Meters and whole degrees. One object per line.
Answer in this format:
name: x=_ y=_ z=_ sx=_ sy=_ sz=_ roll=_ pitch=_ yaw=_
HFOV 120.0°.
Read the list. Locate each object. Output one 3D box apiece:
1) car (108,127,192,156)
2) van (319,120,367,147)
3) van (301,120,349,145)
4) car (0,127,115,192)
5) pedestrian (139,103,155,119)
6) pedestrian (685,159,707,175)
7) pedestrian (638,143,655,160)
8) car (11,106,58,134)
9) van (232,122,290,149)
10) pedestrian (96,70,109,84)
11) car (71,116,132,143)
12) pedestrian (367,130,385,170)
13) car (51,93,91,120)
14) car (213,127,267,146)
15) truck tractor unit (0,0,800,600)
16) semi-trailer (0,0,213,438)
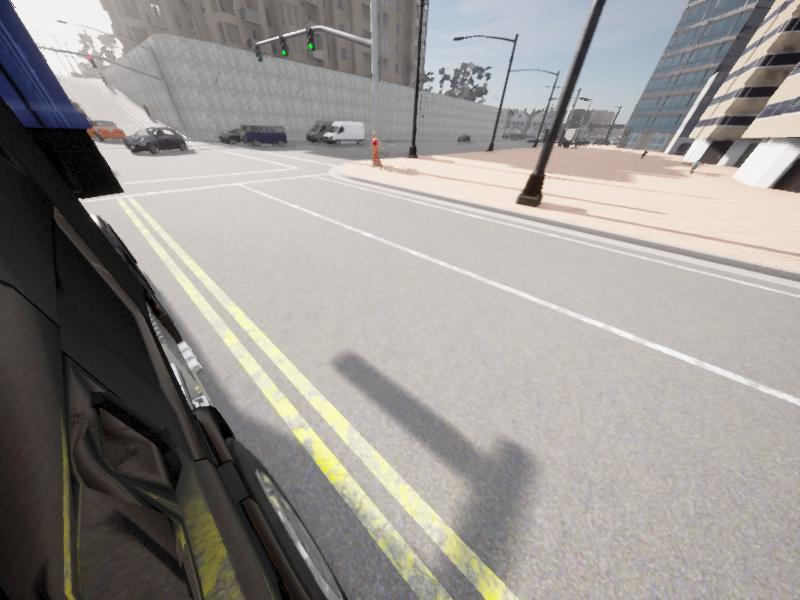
car: x=-17.820 y=-11.592 z=16.782 sx=1.845 sy=1.501 sz=3.633 roll=5 pitch=37 yaw=3
van: x=-7.277 y=-21.720 z=30.185 sx=1.988 sy=2.561 sz=5.915 roll=28 pitch=44 yaw=30
van: x=-10.058 y=-23.078 z=31.827 sx=1.988 sy=2.561 sz=5.915 roll=28 pitch=44 yaw=30
car: x=-13.727 y=-5.743 z=9.123 sx=2.033 sy=1.649 sz=4.856 roll=-22 pitch=43 yaw=-29
pedestrian: x=-37.677 y=-28.118 z=34.387 sx=0.751 sy=1.860 sz=0.751 roll=25 pitch=42 yaw=27
pedestrian: x=24.816 y=-11.180 z=19.392 sx=0.500 sy=1.100 sz=0.500 roll=-3 pitch=37 yaw=-7
pedestrian: x=33.589 y=-20.318 z=31.543 sx=0.751 sy=1.860 sz=0.751 roll=23 pitch=41 yaw=25
car: x=-38.192 y=-18.784 z=24.130 sx=5.238 sy=1.638 sz=1.930 roll=33 pitch=46 yaw=26
van: x=-14.089 y=-16.888 z=23.736 sx=1.775 sy=1.987 sz=4.442 roll=28 pitch=43 yaw=30
pedestrian: x=-55.701 y=-41.730 z=43.257 sx=0.751 sy=1.860 sz=0.751 roll=27 pitch=43 yaw=29
car: x=-29.356 y=-16.829 z=22.773 sx=4.553 sy=1.767 sz=2.097 roll=22 pitch=41 yaw=21
pedestrian: x=-1.363 y=-8.472 z=13.088 sx=0.751 sy=1.860 sz=0.751 roll=-15 pitch=40 yaw=-22
car: x=-43.220 y=-25.386 z=30.334 sx=4.605 sy=1.855 sz=1.932 roll=37 pitch=47 yaw=23
car: x=-17.331 y=-17.816 z=25.202 sx=1.816 sy=1.474 sz=4.193 roll=29 pitch=44 yaw=31
truck tractor unit: x=-2.645 y=-0.295 z=0.351 sx=6.516 sy=4.208 sz=3.053 roll=28 pitch=44 yaw=30
semi-trailer: x=-9.685 y=-2.643 z=2.876 sx=14.254 sy=4.402 sz=2.717 roll=15 pitch=38 yaw=16
